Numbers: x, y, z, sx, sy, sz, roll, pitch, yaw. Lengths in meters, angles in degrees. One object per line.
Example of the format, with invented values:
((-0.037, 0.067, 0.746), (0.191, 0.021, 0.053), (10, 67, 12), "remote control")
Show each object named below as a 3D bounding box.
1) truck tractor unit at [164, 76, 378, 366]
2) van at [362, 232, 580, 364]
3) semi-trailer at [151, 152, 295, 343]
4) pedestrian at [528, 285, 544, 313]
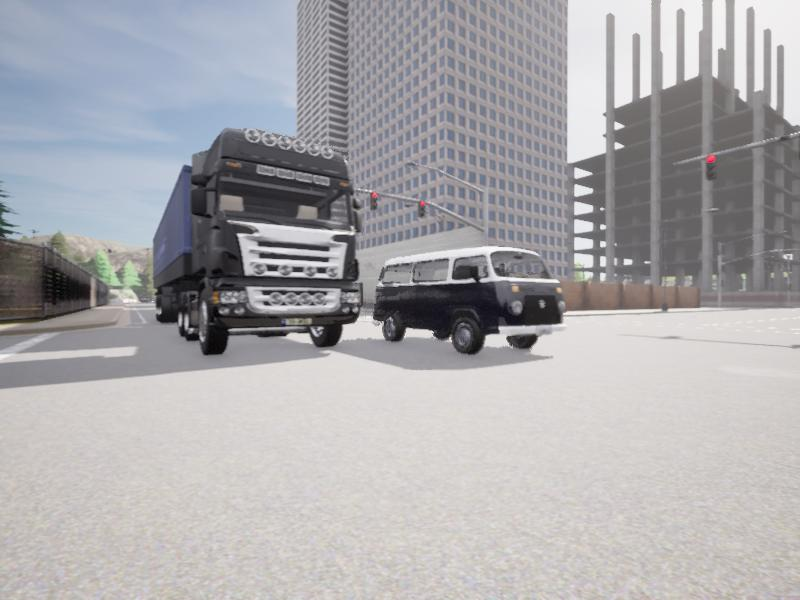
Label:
((-3.511, -1.128, 9.339), (3.053, 4.208, 6.516), (0, 0, -34), "truck tractor unit")
((1.178, -0.027, 8.599), (2.069, 2.038, 4.480), (0, 0, -34), "van")
((-7.953, -1.254, 15.883), (2.717, 4.402, 14.254), (0, 0, -34), "semi-trailer")
((9.032, -0.066, 26.573), (0.751, 1.860, 0.751), (0, 0, -39), "pedestrian")
